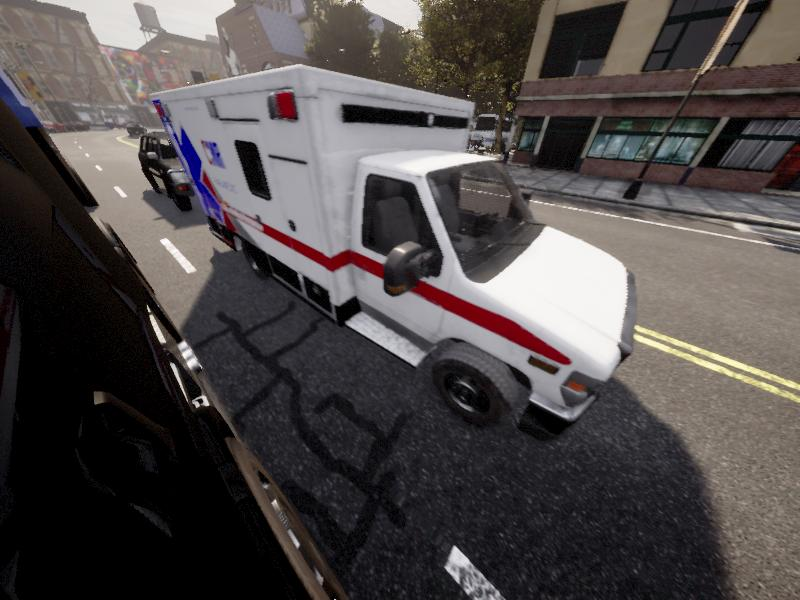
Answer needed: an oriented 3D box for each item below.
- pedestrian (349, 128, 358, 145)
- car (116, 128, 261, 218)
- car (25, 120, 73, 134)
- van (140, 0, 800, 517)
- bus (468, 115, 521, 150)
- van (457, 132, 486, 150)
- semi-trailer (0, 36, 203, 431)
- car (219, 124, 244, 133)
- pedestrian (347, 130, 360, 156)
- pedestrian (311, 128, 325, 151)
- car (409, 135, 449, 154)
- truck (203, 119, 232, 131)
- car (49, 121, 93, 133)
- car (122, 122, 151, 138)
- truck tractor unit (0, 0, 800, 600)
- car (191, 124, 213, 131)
[{"bbox_3d":[-6.438,-22.668,31.960,0.751,1.860,0.751,24,42,26],"label":"pedestrian"},{"bbox_3d":[-6.849,-4.322,7.489,4.605,1.855,1.932,28,44,30],"label":"car"},{"bbox_3d":[-49.560,-24.558,32.757,2.002,1.452,4.674,-18,41,-25],"label":"car"},{"bbox_3d":[-0.656,-1.256,3.238,6.366,2.431,2.351,28,44,30],"label":"van"},{"bbox_3d":[16.113,-28.281,39.062,3.944,4.253,10.273,28,43,30],"label":"bus"},{"bbox_3d":[10.600,-23.522,34.193,2.069,2.038,4.480,28,43,30],"label":"van"},{"bbox_3d":[-8.761,-3.541,4.197,14.254,4.402,2.717,27,43,29],"label":"semi-trailer"},{"bbox_3d":[-42.385,-43.286,58.332,2.242,1.667,4.611,9,37,9],"label":"car"},{"bbox_3d":[-4.167,-14.107,20.802,0.751,1.860,0.751,23,41,26],"label":"pedestrian"},{"bbox_3d":[-8.374,-16.296,23.520,0.751,1.860,0.751,28,43,30],"label":"pedestrian"},{"bbox_3d":[3.493,-18.472,27.335,1.930,1.638,5.238,27,43,30],"label":"car"},{"bbox_3d":[-48.452,-46.510,61.556,2.627,2.467,5.204,9,37,9],"label":"truck"},{"bbox_3d":[-52.213,-27.594,36.829,1.895,1.301,4.718,-11,39,-17],"label":"car"},{"bbox_3d":[-37.231,-24.185,32.781,1.930,1.638,5.238,-24,44,-31],"label":"car"},{"bbox_3d":[-2.645,-0.295,0.351,6.516,4.208,3.053,28,44,30],"label":"truck tractor unit"},{"bbox_3d":[-52.330,-45.654,61.096,1.970,1.475,3.806,9,37,9],"label":"car"}]
